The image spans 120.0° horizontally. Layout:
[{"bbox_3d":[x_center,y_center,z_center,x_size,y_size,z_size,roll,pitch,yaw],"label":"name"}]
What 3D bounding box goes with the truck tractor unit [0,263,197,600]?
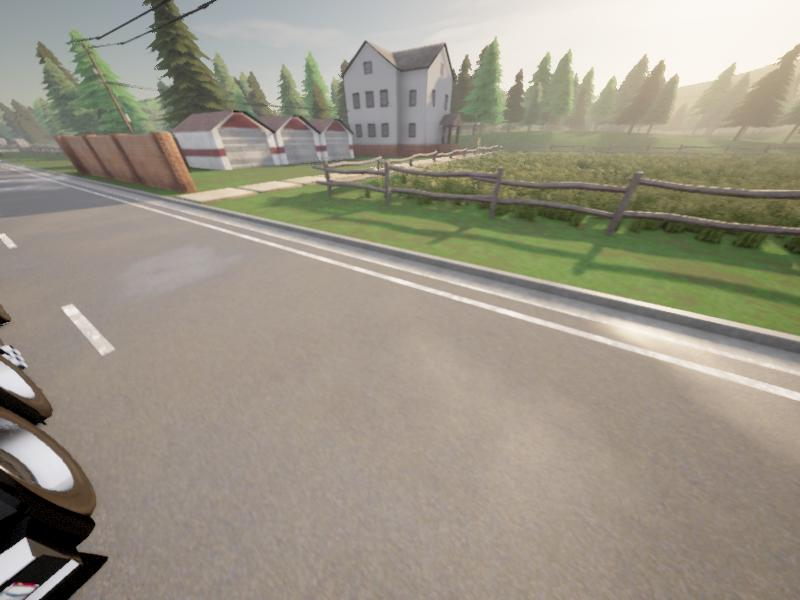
[{"bbox_3d":[-5.112,-0.299,0.783,6.516,4.208,3.053,18,39,24],"label":"truck tractor unit"}]
